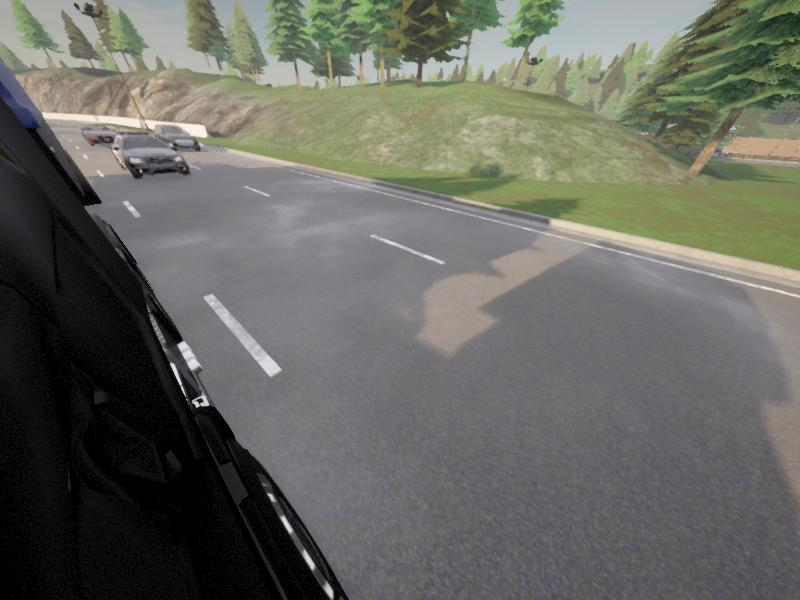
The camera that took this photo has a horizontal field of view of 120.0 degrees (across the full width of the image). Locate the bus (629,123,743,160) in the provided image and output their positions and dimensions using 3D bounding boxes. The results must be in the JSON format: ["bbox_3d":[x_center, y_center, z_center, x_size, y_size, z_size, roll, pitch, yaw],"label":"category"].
[{"bbox_3d":[44.398,-25.376,36.803,10.273,4.253,3.944,28,44,30],"label":"bus"}]

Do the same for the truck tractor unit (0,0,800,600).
[{"bbox_3d":[-2.645,-0.295,0.351,6.516,4.208,3.053,28,44,30],"label":"truck tractor unit"}]

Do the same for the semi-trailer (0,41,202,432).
[{"bbox_3d":[-8.713,-3.603,4.203,14.254,4.402,2.717,28,44,30],"label":"semi-trailer"}]

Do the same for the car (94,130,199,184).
[{"bbox_3d":[-11.534,-6.661,10.495,4.974,1.542,2.038,28,44,30],"label":"car"}]

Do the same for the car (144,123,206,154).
[{"bbox_3d":[-17.608,-12.692,18.042,4.856,1.649,2.033,28,44,30],"label":"car"}]

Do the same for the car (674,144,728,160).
[{"bbox_3d":[49.411,-24.456,38.099,5.027,1.651,2.152,28,44,30],"label":"car"}]

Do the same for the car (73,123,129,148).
[{"bbox_3d":[-24.146,-13.320,18.667,4.181,1.385,1.994,28,43,29],"label":"car"}]

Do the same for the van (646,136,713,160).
[{"bbox_3d":[42.177,-23.218,35.213,5.915,2.561,1.988,28,44,30],"label":"van"}]
